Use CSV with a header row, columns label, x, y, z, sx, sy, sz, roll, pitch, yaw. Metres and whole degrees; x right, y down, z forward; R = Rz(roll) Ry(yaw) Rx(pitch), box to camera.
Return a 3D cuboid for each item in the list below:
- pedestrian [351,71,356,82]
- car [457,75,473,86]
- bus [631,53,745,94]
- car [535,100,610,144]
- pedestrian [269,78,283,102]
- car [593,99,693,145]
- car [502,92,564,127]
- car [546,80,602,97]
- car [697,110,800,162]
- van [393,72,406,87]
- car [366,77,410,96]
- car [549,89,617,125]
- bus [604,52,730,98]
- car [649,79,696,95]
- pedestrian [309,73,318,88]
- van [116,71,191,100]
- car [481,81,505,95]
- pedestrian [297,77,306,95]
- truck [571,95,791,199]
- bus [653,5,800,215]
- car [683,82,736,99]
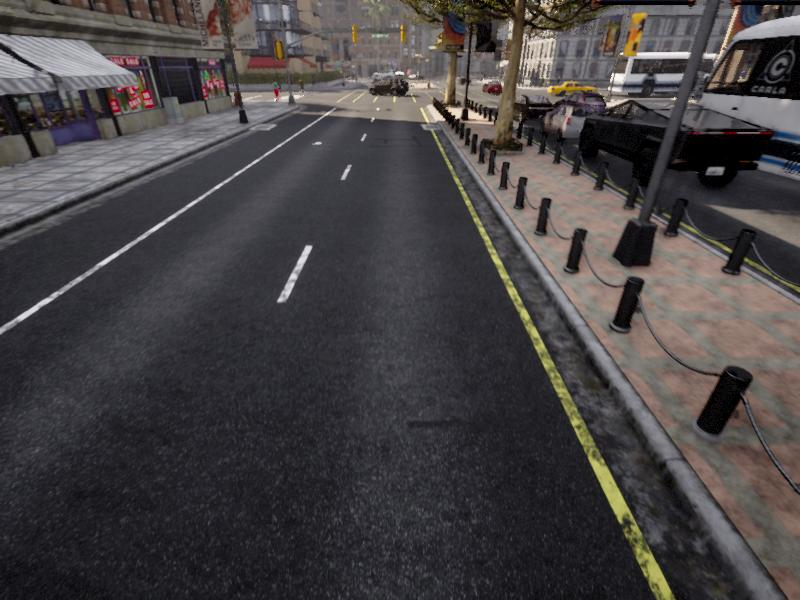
label,x,y,z,sx,sy,sz,roll,pitch,yaw
pedestrian,-9.527,-45.565,81.547,0.751,1.860,0.751,3,31,6
car,11.461,-38.729,70.455,1.930,1.638,5.238,0,30,0
bus,35.846,-28.444,50.336,10.273,4.253,3.944,0,30,0
car,7.987,-8.471,18.929,1.845,1.501,3.633,0,30,0
pedestrian,-11.086,-18.772,35.824,0.751,1.860,0.751,-2,30,-3
car,11.487,-8.745,19.433,1.837,1.490,4.892,0,30,0
car,7.983,-11.769,24.574,2.128,1.511,4.902,0,30,0
car,19.541,-23.834,45.100,5.366,1.575,1.801,1,30,2
car,14.737,-6.735,16.190,1.895,1.301,4.718,0,30,0
van,-0.032,-37.074,67.230,2.069,2.038,4.480,0,30,0
car,-1.350,-24.274,45.535,4.605,1.855,1.932,13,33,23
car,11.485,-12.408,25.551,2.033,1.649,4.856,0,30,0
bus,29.226,-25.011,44.476,10.273,4.253,3.944,0,30,0
car,32.690,-25.591,48.077,3.988,1.617,1.851,0,30,0
pedestrian,-12.597,-31.869,58.173,0.751,1.860,0.751,15,34,24
van,-25.425,-22.282,41.486,5.915,2.561,1.988,-1,30,-1
car,11.472,-26.277,49.475,1.994,1.385,4.181,0,30,0
pedestrian,-11.550,-25.129,46.973,0.751,1.860,0.751,0,30,1
truck,7.989,-5.120,12.643,2.390,2.098,6.274,0,30,0
bus,11.359,-4.439,9.356,3.944,4.253,10.273,0,30,0
car,32.477,-22.030,42.051,3.705,1.549,1.789,0,30,0
